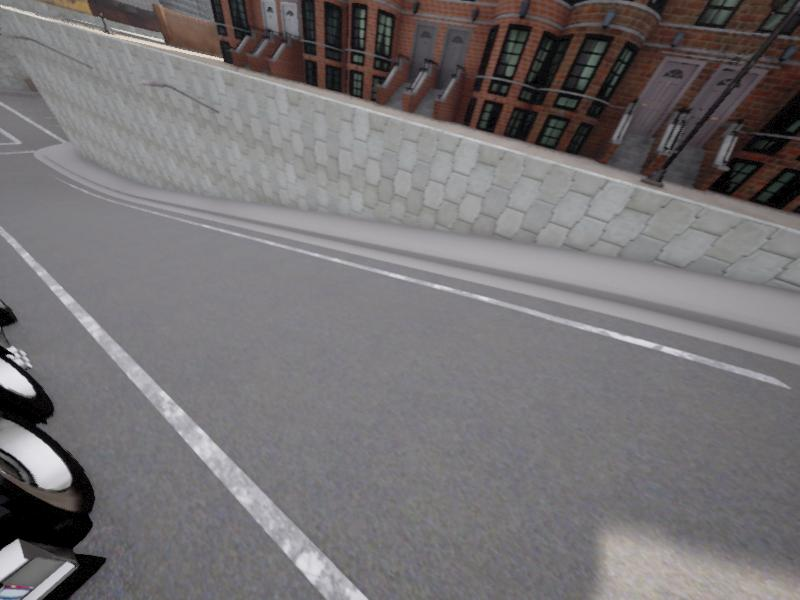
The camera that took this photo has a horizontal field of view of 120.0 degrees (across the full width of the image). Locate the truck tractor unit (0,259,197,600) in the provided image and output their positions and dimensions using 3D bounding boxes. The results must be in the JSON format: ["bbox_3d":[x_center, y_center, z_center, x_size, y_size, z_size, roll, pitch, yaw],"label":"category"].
[{"bbox_3d":[-5.128,-0.275,0.811,6.516,4.208,3.053,18,40,25],"label":"truck tractor unit"}]
